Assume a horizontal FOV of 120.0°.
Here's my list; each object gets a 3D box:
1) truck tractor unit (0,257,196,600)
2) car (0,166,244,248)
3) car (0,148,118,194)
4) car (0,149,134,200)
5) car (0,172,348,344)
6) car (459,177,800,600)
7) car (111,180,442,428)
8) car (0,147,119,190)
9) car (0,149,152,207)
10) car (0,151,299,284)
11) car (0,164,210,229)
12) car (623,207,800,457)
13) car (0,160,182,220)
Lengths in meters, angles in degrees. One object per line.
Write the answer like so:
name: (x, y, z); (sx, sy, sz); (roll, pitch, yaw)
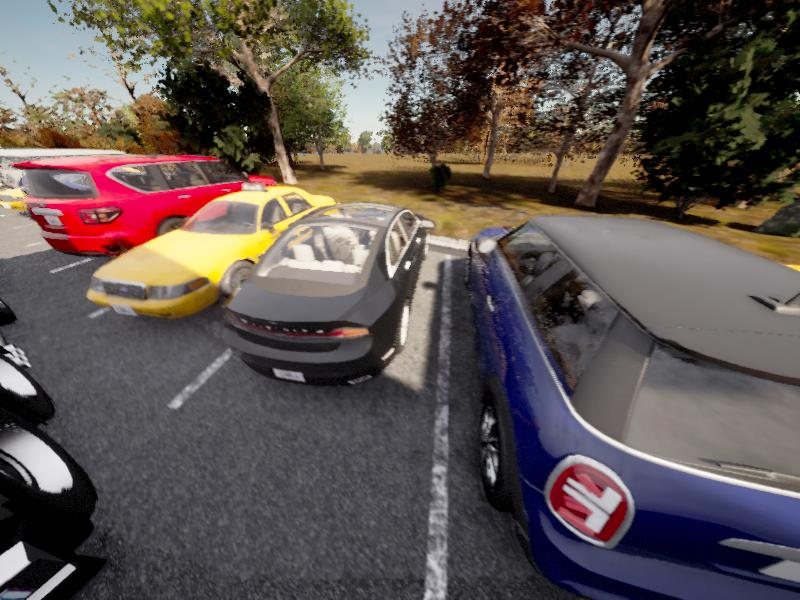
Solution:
truck tractor unit: (-5.107, -0.300, 0.799); (6.516, 4.208, 3.053); (19, 39, 25)
car: (-8.229, -3.409, 7.739); (2.163, 1.488, 4.792); (7, 35, 9)
car: (-20.984, -7.897, 13.892); (1.878, 1.987, 4.442); (7, 35, 9)
car: (-18.435, -7.033, 12.619); (1.878, 1.987, 4.442); (7, 35, 9)
car: (-3.161, -1.627, 5.057); (1.946, 1.575, 5.366); (6, 35, 9)
car: (1.969, -0.112, 2.609); (2.185, 1.767, 4.553); (6, 34, 9)
car: (-0.583, -0.869, 3.949); (2.231, 1.521, 4.892); (6, 35, 9)
car: (-23.507, -8.865, 15.272); (2.435, 2.045, 5.566); (6, 35, 9)
car: (-15.886, -6.167, 11.345); (1.878, 1.987, 4.442); (7, 35, 9)
car: (-5.677, -2.810, 6.357); (2.435, 2.045, 5.566); (6, 35, 9)
car: (-10.772, -4.306, 9.060); (2.163, 1.488, 4.792); (6, 34, 9)
car: (4.531, 0.821, 1.459); (2.097, 1.535, 5.008); (6, 35, 9)
car: (-13.355, -5.079, 10.139); (1.946, 1.575, 5.366); (7, 35, 9)
